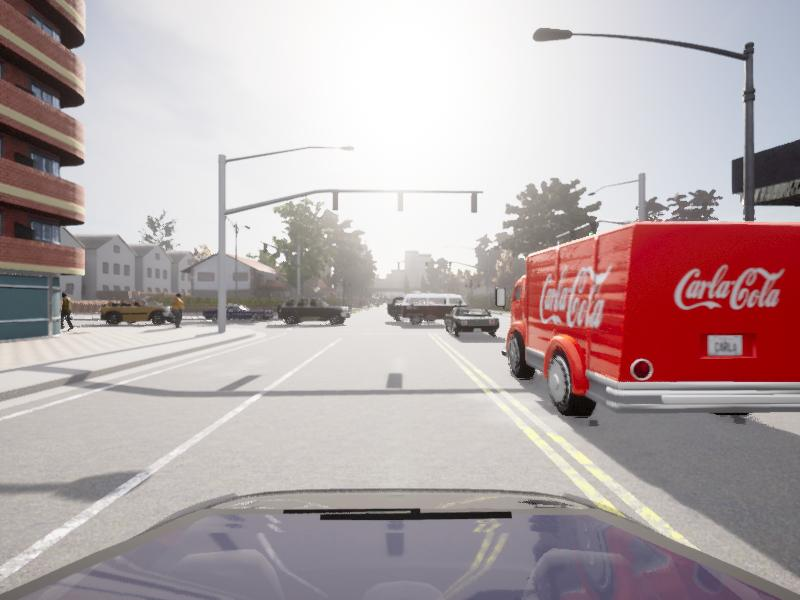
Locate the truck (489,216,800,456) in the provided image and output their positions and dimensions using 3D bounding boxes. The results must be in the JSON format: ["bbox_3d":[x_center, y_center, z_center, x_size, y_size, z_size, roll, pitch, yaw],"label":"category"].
[{"bbox_3d":[3.411,0.373,6.737,2.627,2.467,5.204,0,0,-1],"label":"truck"}]

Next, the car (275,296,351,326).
[{"bbox_3d":[-5.621,0.705,26.326,4.605,1.855,1.932,0,0,0],"label":"car"}]

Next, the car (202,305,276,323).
[{"bbox_3d":[-11.928,1.005,29.852,4.718,1.301,1.895,0,0,0],"label":"car"}]

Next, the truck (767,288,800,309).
[{"bbox_3d":[73.519,-0.240,74.205,2.891,3.827,8.468,0,0,0],"label":"truck"}]

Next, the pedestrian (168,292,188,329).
[{"bbox_3d":[-11.426,0.528,20.581,0.751,1.860,0.751,0,0,44],"label":"pedestrian"}]

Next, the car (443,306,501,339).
[{"bbox_3d":[3.266,0.983,19.152,1.895,1.301,4.718,0,0,-1],"label":"car"}]

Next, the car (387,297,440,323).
[{"bbox_3d":[0.980,0.705,29.797,3.866,1.878,1.905,0,0,0],"label":"car"}]

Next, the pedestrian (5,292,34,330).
[{"bbox_3d":[-19.116,0.527,20.127,0.751,1.860,0.751,0,0,-7],"label":"pedestrian"}]

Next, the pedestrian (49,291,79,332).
[{"bbox_3d":[-15.517,0.509,18.490,0.751,1.860,0.751,0,0,-5],"label":"pedestrian"}]

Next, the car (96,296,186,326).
[{"bbox_3d":[-16.960,0.711,26.365,4.605,1.855,1.932,-1,0,-1],"label":"car"}]

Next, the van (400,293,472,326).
[{"bbox_3d":[2.276,0.627,26.293,4.480,2.038,2.069,0,0,0],"label":"van"}]
